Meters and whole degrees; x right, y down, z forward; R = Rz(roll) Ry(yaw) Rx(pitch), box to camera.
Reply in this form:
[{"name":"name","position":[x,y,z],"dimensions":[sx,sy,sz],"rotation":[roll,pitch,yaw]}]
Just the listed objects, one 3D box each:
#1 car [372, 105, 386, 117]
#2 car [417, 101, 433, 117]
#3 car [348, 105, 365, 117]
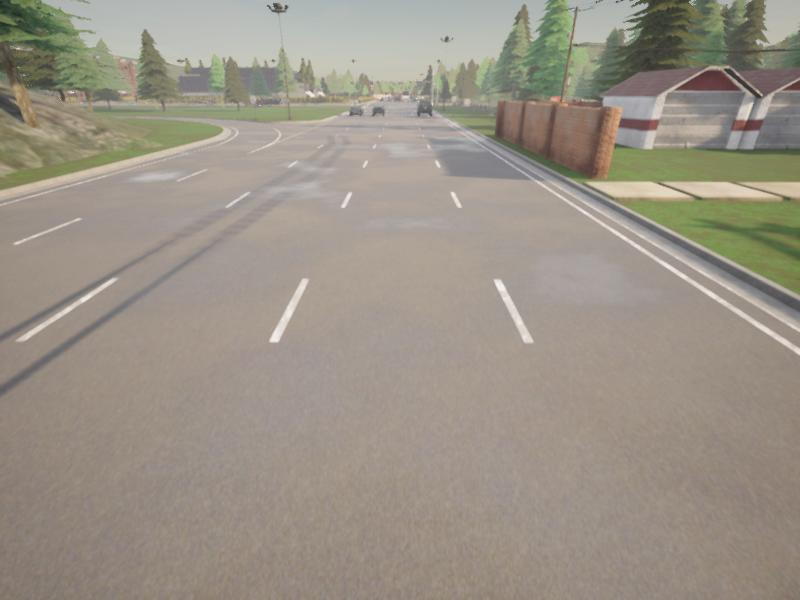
[{"name":"car","position":[-3.238,-29.232,61.675],"dimensions":[1.837,1.490,4.892],"rotation":[0,27,0]},{"name":"car","position":[3.762,-29.494,61.597],"dimensions":[2.150,2.045,5.566],"rotation":[0,27,0]},{"name":"car","position":[-6.736,-29.399,62.065],"dimensions":[2.128,1.511,4.902],"rotation":[0,27,0]}]
